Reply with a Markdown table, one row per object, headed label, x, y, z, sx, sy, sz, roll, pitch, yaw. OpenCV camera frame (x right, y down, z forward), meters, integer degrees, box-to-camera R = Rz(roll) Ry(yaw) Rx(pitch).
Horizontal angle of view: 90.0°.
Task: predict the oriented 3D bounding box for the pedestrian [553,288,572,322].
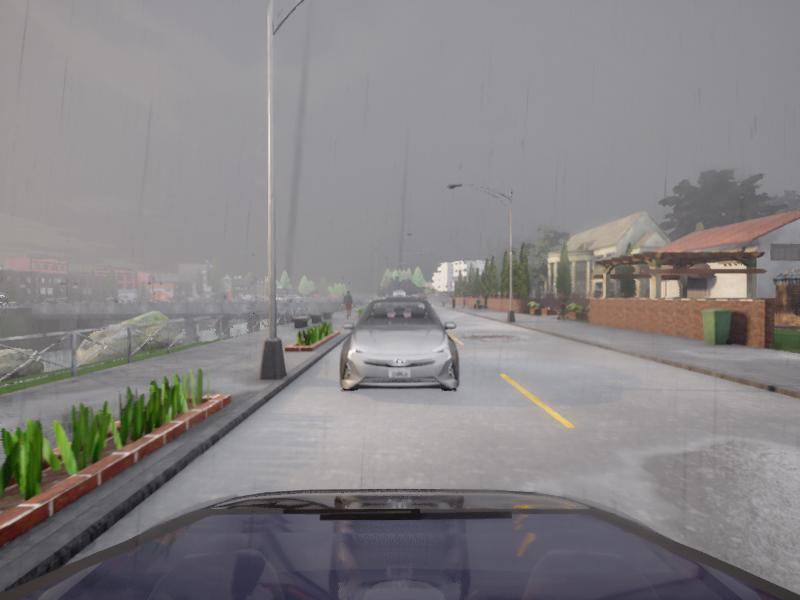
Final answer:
| label | x | y | z | sx | sy | sz | roll | pitch | yaw |
| --- | --- | --- | --- | --- | --- | --- | --- | --- | --- |
| pedestrian | 9.155 | 0.288 | 22.519 | 0.751 | 1.860 | 0.751 | 0 | 1 | -1 |

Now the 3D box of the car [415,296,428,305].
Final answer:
| label | x | y | z | sx | sy | sz | roll | pitch | yaw |
| --- | --- | --- | --- | --- | --- | --- | --- | --- | --- |
| car | 3.921 | 0.115 | 73.291 | 2.242 | 1.667 | 4.611 | 0 | 1 | 0 |

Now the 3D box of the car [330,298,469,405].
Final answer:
| label | x | y | z | sx | sy | sz | roll | pitch | yaw |
| --- | --- | --- | --- | --- | --- | --- | --- | --- | --- |
| car | -0.010 | 0.736 | 8.031 | 2.007 | 1.525 | 4.514 | 0 | 0 | 0 |

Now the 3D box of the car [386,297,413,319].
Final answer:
| label | x | y | z | sx | sy | sz | roll | pitch | yaw |
| --- | --- | --- | --- | --- | --- | --- | --- | --- | --- |
| car | -0.033 | 0.546 | 29.070 | 1.845 | 1.501 | 3.633 | 0 | 1 | 0 |

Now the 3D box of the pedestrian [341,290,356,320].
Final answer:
| label | x | y | z | sx | sy | sz | roll | pitch | yaw |
| --- | --- | --- | --- | --- | --- | --- | --- | --- | --- |
| pedestrian | -3.256 | 0.295 | 25.268 | 0.751 | 1.860 | 0.751 | 0 | 1 | 6 |

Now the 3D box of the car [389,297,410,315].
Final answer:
| label | x | y | z | sx | sy | sz | roll | pitch | yaw |
| --- | --- | --- | --- | --- | --- | --- | --- | --- | --- |
| car | -0.041 | 0.473 | 36.937 | 1.882 | 1.535 | 5.008 | 0 | 1 | 0 |

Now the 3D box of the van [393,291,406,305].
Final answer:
| label | x | y | z | sx | sy | sz | roll | pitch | yaw |
| --- | --- | --- | --- | --- | --- | --- | --- | --- | --- |
| van | -0.082 | -0.302 | 73.404 | 2.351 | 2.431 | 6.366 | 0 | 1 | 0 |

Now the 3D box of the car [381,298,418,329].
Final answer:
| label | x | y | z | sx | sy | sz | roll | pitch | yaw |
| --- | --- | --- | --- | --- | --- | --- | --- | --- | --- |
| car | -0.025 | 0.640 | 21.699 | 1.816 | 1.474 | 4.193 | 0 | 1 | 0 |

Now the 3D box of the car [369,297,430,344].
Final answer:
| label | x | y | z | sx | sy | sz | roll | pitch | yaw |
| --- | --- | --- | --- | --- | --- | --- | --- | --- | --- |
| car | -0.017 | 0.670 | 15.445 | 2.007 | 1.525 | 4.514 | 0 | 1 | 0 |
